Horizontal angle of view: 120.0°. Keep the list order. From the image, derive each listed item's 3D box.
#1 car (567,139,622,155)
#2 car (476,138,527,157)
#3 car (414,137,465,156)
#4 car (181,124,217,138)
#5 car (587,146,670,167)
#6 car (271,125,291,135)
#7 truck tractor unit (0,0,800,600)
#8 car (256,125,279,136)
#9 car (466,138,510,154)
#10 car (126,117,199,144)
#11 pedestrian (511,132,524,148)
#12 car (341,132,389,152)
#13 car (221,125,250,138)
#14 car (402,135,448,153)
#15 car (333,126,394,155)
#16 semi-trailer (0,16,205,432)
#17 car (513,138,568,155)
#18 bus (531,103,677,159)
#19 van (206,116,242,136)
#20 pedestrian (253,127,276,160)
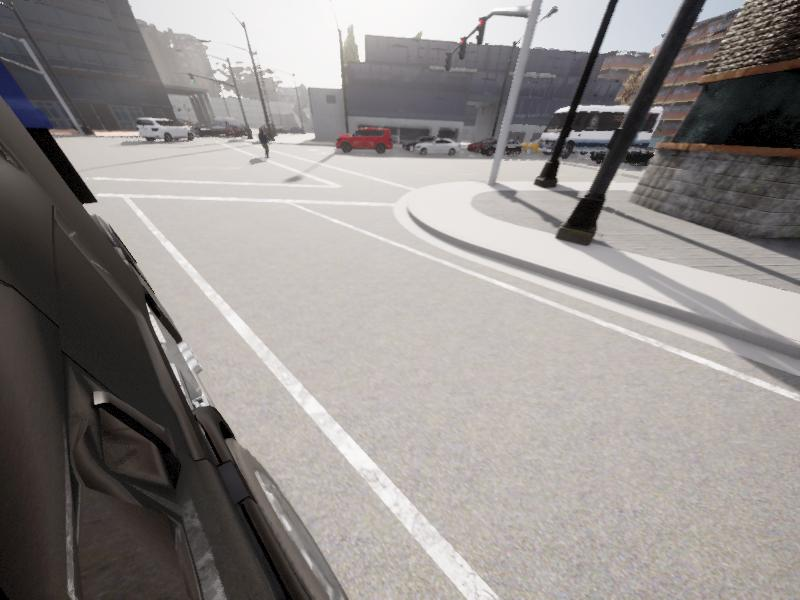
[{"bbox_3d":[23.119,-18.294,27.595,4.674,1.442,1.812,-2,37,-4],"label":"car"},{"bbox_3d":[10.397,-15.714,23.852,4.193,1.474,1.816,-2,37,-4],"label":"car"},{"bbox_3d":[3.851,-15.503,23.359,4.674,1.442,1.812,-2,37,-5],"label":"car"},{"bbox_3d":[-29.466,-24.915,34.024,1.816,1.474,4.193,-1,37,-5],"label":"car"},{"bbox_3d":[18.494,-11.732,18.870,4.718,1.301,1.895,-2,37,-4],"label":"car"},{"bbox_3d":[-27.201,-39.144,53.145,1.930,1.638,5.238,3,37,0],"label":"car"},{"bbox_3d":[-2.645,-0.295,0.351,6.516,4.208,3.053,28,44,30],"label":"truck tractor unit"},{"bbox_3d":[-27.143,-34.947,47.510,1.930,1.638,5.238,0,37,-4],"label":"car"},{"bbox_3d":[10.040,-17.753,26.660,4.181,1.385,1.994,-1,37,-3],"label":"car"},{"bbox_3d":[-25.425,-18.486,25.194,2.150,2.045,5.566,2,37,-2],"label":"car"},{"bbox_3d":[16.357,-22.260,32.145,0.751,1.860,0.751,-9,38,-15],"label":"pedestrian"},{"bbox_3d":[-3.725,-17.469,25.527,5.008,1.535,1.882,-1,37,-5],"label":"car"},{"bbox_3d":[-26.271,-27.027,37.065,1.816,1.474,4.193,0,37,-4],"label":"car"},{"bbox_3d":[2.736,-17.590,26.073,4.892,1.490,1.837,-2,37,-5],"label":"car"},{"bbox_3d":[-3.415,-15.579,22.577,5.566,2.045,2.150,-1,37,-5],"label":"car"},{"bbox_3d":[-8.905,-3.449,4.023,14.254,4.402,2.717,26,42,27],"label":"semi-trailer"},{"bbox_3d":[16.376,-18.055,27.084,5.008,1.535,1.882,-2,37,-4],"label":"car"},{"bbox_3d":[20.052,-17.113,23.620,10.273,4.253,3.944,-2,37,-4],"label":"bus"},{"bbox_3d":[-29.982,-29.813,39.680,1.988,2.561,5.915,-1,37,-5],"label":"van"},{"bbox_3d":[-9.362,-10.838,16.008,0.751,1.860,0.751,-24,44,-31],"label":"pedestrian"}]
